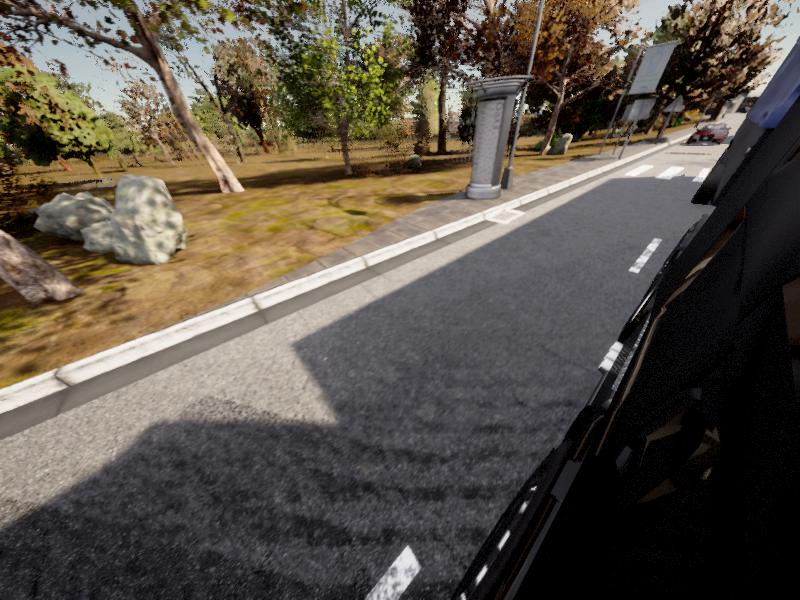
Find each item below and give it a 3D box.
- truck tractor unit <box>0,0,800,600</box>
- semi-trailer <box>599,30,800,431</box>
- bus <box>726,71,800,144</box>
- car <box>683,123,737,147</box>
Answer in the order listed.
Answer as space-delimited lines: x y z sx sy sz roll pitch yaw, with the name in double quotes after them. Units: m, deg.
2.645 -0.295 0.351 6.516 4.208 3.053 -28 44 -30 "truck tractor unit"
8.632 -3.653 4.286 14.254 4.402 2.717 -29 44 -30 "semi-trailer"
32.826 -16.283 19.675 10.273 4.253 3.944 -28 44 -30 "bus"
25.730 -13.753 19.180 4.181 1.385 1.994 -28 44 -30 "car"
